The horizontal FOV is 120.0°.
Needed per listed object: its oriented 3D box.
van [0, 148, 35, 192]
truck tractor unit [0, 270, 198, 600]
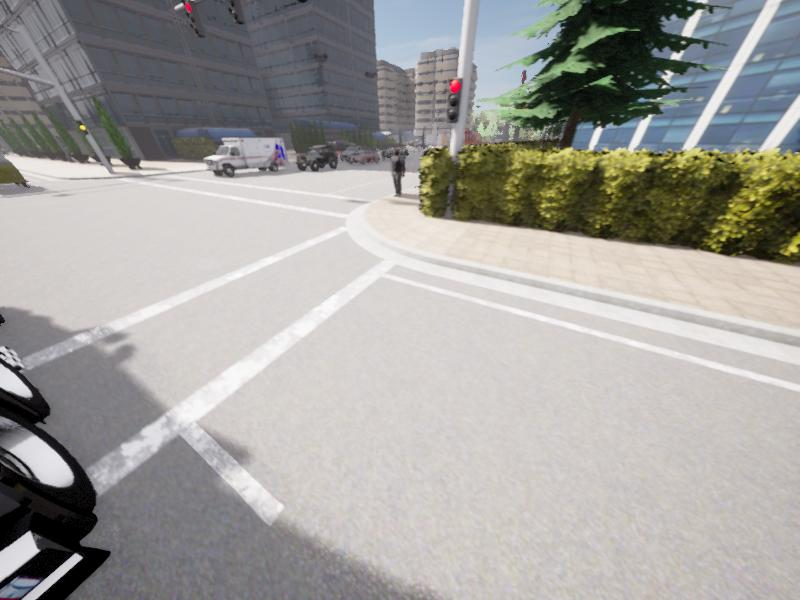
[{"bbox_3d":[-24.117,-7.610,13.427,4.442,1.987,1.775,17,39,24],"label":"van"},{"bbox_3d":[-5.127,-0.283,0.765,6.516,4.208,3.053,18,39,24],"label":"truck tractor unit"}]
